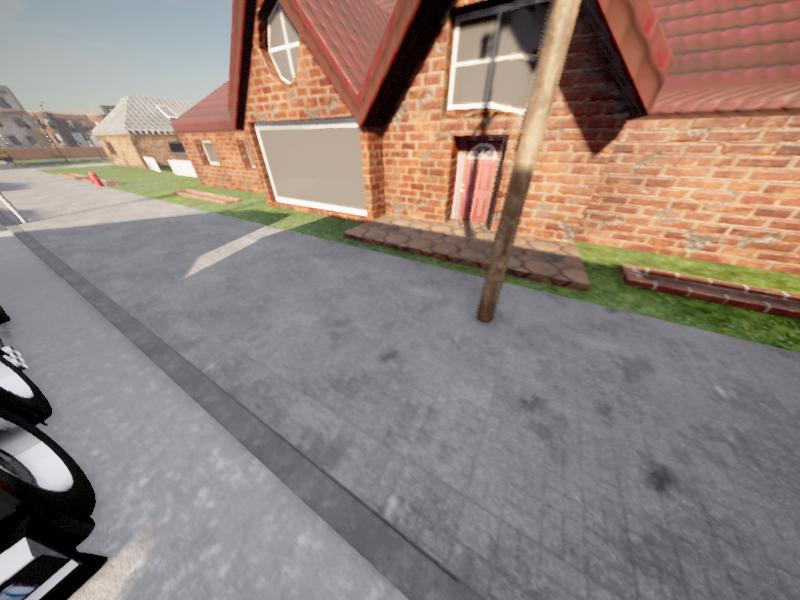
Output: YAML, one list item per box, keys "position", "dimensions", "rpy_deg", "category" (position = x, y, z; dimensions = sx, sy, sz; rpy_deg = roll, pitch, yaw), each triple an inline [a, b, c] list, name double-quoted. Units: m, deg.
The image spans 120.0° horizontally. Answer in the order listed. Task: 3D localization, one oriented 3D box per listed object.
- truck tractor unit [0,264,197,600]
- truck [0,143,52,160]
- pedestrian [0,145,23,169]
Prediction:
- position: [-5.117, -0.292, 0.790]
  dimensions: [6.516, 4.208, 3.053]
  rpy_deg: [18, 39, 24]
  category: "truck tractor unit"
- position: [-65.228, -25.296, 39.266]
  dimensions: [2.390, 2.098, 6.274]
  rpy_deg: [18, 39, 24]
  category: "truck"
- position: [-36.401, -13.219, 21.351]
  dimensions: [0.751, 1.860, 0.751]
  rpy_deg: [21, 40, 27]
  category: "pedestrian"
